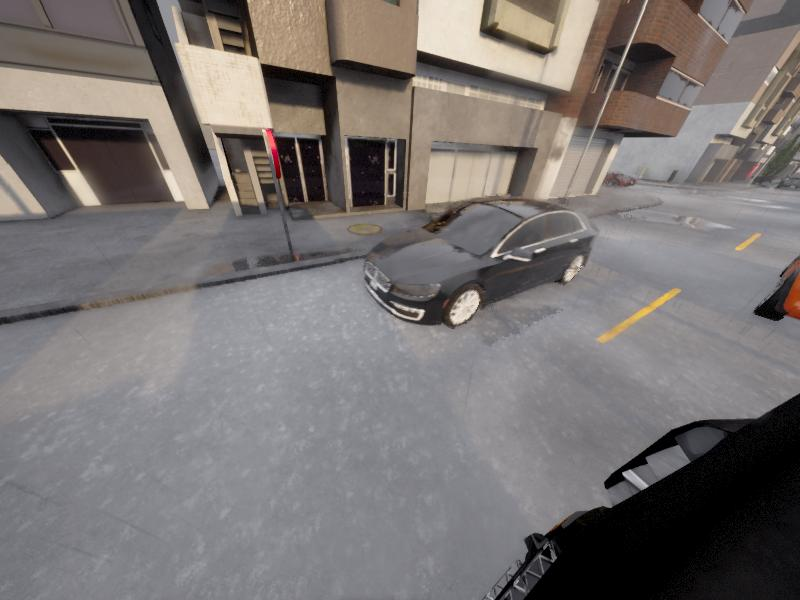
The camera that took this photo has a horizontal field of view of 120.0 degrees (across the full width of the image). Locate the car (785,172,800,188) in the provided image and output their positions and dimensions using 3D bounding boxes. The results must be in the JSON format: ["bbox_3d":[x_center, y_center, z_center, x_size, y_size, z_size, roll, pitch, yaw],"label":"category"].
[{"bbox_3d":[51.696,-15.277,29.463,5.366,1.575,1.801,-16,38,-26],"label":"car"}]

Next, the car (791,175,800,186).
[{"bbox_3d":[57.670,-16.936,32.510,3.806,1.475,1.970,-16,38,-26],"label":"car"}]

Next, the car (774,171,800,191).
[{"bbox_3d":[45.546,-13.612,26.292,4.553,1.767,2.097,-16,38,-26],"label":"car"}]

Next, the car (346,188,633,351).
[{"bbox_3d":[1.735,-1.030,4.275,4.892,1.490,1.837,-16,38,-26],"label":"car"}]

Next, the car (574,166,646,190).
[{"bbox_3d":[18.411,-10.907,20.531,1.994,1.385,4.181,-12,36,-21],"label":"car"}]

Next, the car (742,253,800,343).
[{"bbox_3d":[8.169,-0.413,3.565,4.553,1.767,2.097,-16,38,-26],"label":"car"}]
